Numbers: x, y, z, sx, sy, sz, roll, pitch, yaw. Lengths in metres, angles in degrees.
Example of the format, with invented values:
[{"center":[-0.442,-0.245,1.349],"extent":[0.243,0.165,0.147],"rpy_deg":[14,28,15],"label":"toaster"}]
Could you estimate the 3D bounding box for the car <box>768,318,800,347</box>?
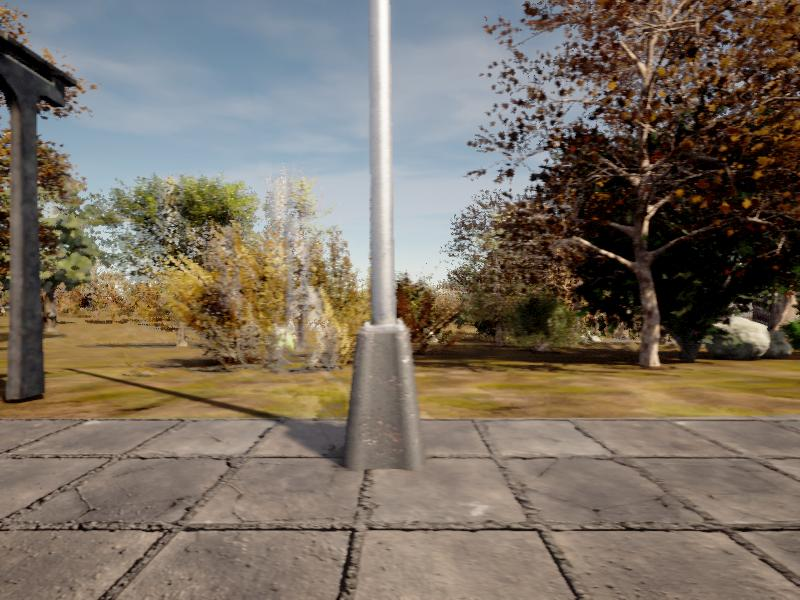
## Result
[{"center":[27.312,2.168,26.747],"extent":[1.905,1.878,3.866],"rpy_deg":[-1,-6,6],"label":"car"}]
